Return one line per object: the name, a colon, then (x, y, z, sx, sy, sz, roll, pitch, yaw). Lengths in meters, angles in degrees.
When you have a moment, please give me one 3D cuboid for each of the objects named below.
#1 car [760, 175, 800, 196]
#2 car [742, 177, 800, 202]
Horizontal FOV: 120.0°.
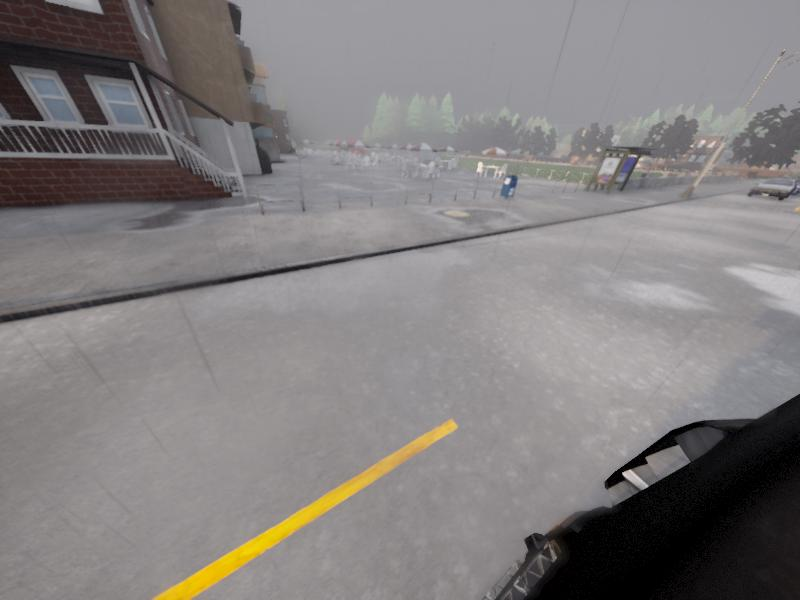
car: (37.925, -11.234, 22.580, 4.514, 1.525, 2.007, -16, 38, -26)
car: (31.161, -9.261, 19.181, 5.357, 1.411, 2.033, -16, 38, -26)
